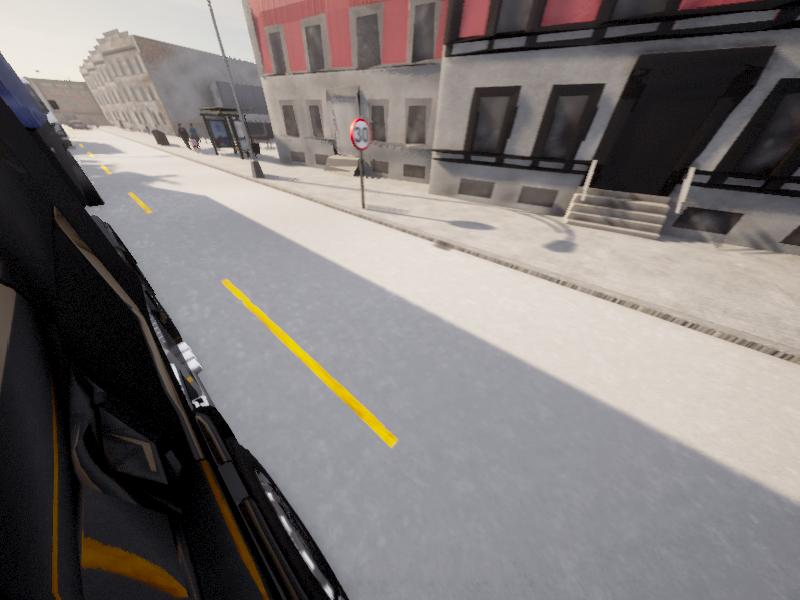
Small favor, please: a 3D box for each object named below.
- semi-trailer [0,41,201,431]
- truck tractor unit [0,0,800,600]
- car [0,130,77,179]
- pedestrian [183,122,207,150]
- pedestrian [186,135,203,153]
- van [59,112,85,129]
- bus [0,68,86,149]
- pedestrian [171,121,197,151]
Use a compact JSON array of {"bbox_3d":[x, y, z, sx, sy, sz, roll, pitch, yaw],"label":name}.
[{"bbox_3d":[-8.694,-3.594,4.252,14.254,4.402,2.717,28,43,30],"label":"semi-trailer"},{"bbox_3d":[-2.645,-0.295,0.351,6.516,4.208,3.053,28,44,30],"label":"truck tractor unit"},{"bbox_3d":[-17.319,-6.927,10.756,5.357,1.411,2.033,28,43,30],"label":"car"},{"bbox_3d":[-17.306,-13.861,19.516,0.751,1.860,0.751,-29,47,-35],"label":"pedestrian"},{"bbox_3d":[-15.417,-11.681,17.328,0.500,1.100,0.500,-27,46,-34],"label":"pedestrian"},{"bbox_3d":[-67.663,-37.039,47.624,5.915,2.561,1.988,28,43,30],"label":"van"},{"bbox_3d":[-29.609,-14.718,18.117,10.273,4.253,3.944,27,43,31],"label":"bus"},{"bbox_3d":[-17.334,-13.146,18.548,0.751,1.860,0.751,32,45,33],"label":"pedestrian"}]
